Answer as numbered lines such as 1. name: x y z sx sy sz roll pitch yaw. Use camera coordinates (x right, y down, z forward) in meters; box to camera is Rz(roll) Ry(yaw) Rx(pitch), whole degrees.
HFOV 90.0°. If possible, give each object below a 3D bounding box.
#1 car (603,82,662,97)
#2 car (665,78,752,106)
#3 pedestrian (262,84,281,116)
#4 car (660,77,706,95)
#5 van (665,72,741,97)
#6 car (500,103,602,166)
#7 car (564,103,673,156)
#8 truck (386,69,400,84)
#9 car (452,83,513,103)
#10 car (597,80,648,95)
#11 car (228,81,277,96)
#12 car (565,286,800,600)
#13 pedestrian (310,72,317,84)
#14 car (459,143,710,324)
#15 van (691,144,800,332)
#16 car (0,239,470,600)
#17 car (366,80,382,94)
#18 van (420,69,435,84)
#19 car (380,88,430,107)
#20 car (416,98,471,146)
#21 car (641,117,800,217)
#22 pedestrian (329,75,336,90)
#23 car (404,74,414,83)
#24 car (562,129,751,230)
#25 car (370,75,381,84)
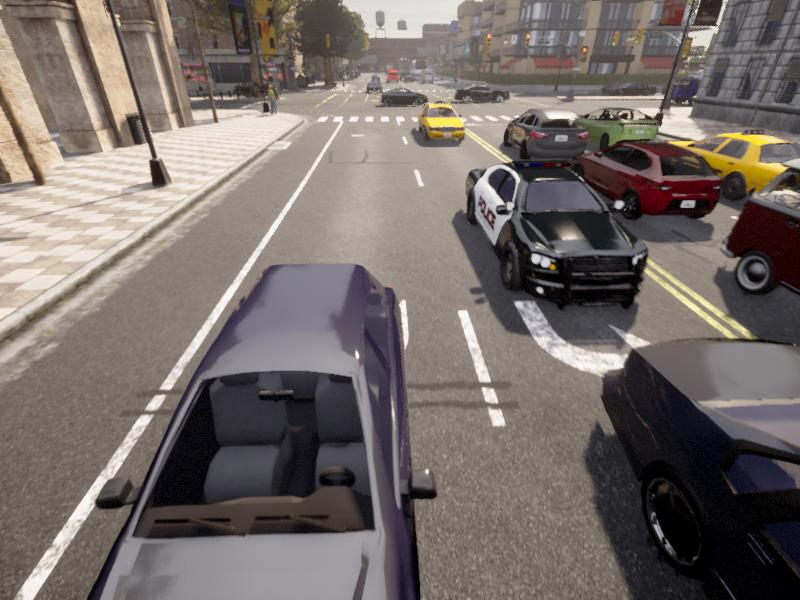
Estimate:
1. car: 26.446 -24.033 45.702 5.357 1.411 2.033 -1 30 -2
2. car: 27.356 -18.545 35.668 5.566 2.045 2.150 -1 30 -2
3. pedestrian: -8.414 -13.119 26.241 0.751 1.860 0.751 0 30 -1
4. car: 34.529 -26.179 48.898 3.866 1.878 1.905 -1 30 -2
5. van: 34.491 -24.651 45.733 6.366 2.431 2.351 -1 30 -2
6. car: 5.617 -6.635 15.688 2.242 1.667 4.611 1 30 1
7. car: 9.059 -7.417 17.167 2.007 1.525 4.514 -1 30 -2
8. truck: -1.454 -45.434 81.233 2.627 2.467 5.204 -1 30 -2
9. car: 7.787 -19.708 38.068 5.238 1.638 1.930 -1 30 -2
10. car: 27.034 -25.853 48.727 4.792 1.488 2.163 -1 30 -2
11. car: -17.299 -24.928 47.137 4.902 1.511 2.128 -1 30 -2
12. car: 2.800 1.854 1.448 2.033 1.411 5.357 -1 30 -2
13. pedestrian: -15.533 -39.917 72.061 0.751 1.860 0.751 -25 38 -35
14. car: 2.554 -1.609 7.235 2.038 1.542 4.974 -1 30 -2
15. van: 6.167 -0.424 4.756 1.775 1.987 4.442 -1 30 -2
16. car: -0.737 0.965 2.835 1.845 1.501 3.633 -1 30 -2
17. car: -3.348 -27.710 52.001 1.994 1.385 4.181 -1 30 -2
18. van: 5.538 -45.611 81.569 2.351 2.431 6.366 -1 30 -2
19. car: 0.360 -17.664 34.845 4.181 1.385 1.994 -1 30 -2
20. car: 1.933 -8.749 19.393 1.801 1.575 5.366 -1 30 -2
21. car: 9.381 -3.976 11.231 1.801 1.575 5.366 -1 30 -2
22. pedestrian: -9.194 -29.602 54.422 0.751 1.860 0.751 -6 31 -11
23. car: 1.826 -47.389 85.591 1.812 1.442 4.674 -1 30 -2
24. car: 5.937 -3.221 10.045 1.816 1.474 4.193 -1 30 -2
25. car: -4.985 -45.282 81.994 2.128 1.511 4.902 -1 30 -2
